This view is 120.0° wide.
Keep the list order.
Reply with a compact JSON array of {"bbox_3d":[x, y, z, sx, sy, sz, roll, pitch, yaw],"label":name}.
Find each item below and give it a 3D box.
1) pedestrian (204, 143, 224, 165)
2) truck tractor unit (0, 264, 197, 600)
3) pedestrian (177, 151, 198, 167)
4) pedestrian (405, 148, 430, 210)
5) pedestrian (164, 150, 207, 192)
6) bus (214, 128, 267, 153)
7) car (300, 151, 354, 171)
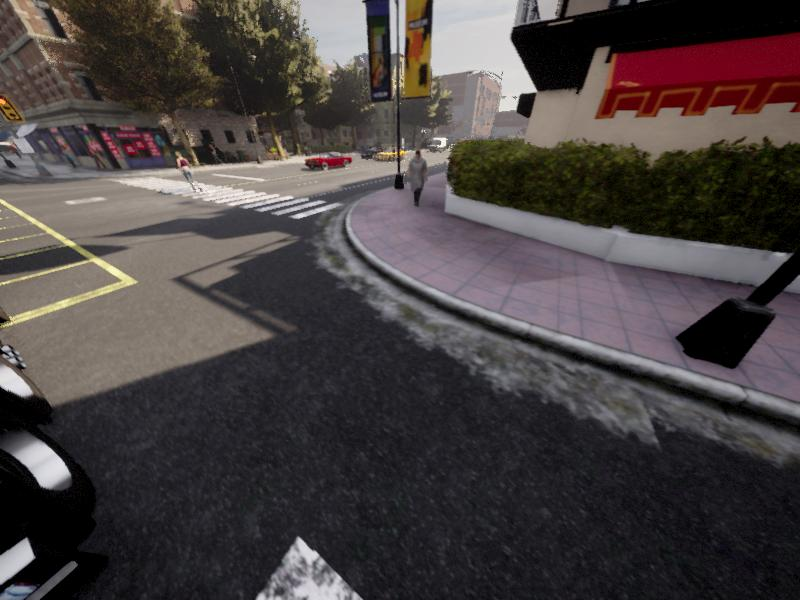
[{"bbox_3d":[-19.246,-15.141,23.959,0.751,1.860,0.751,15,38,21],"label":"pedestrian"},{"bbox_3d":[-5.109,-0.304,0.777,6.516,4.208,3.053,18,39,24],"label":"truck tractor unit"},{"bbox_3d":[-20.364,-13.554,22.178,0.751,1.300,0.751,13,37,18],"label":"pedestrian"},{"bbox_3d":[0.618,-4.302,8.233,0.751,1.860,0.751,5,35,7],"label":"pedestrian"},{"bbox_3d":[-11.156,-6.736,12.090,0.751,1.860,0.751,18,39,24],"label":"pedestrian"},{"bbox_3d":[-35.385,-35.325,51.291,10.273,4.253,3.944,18,39,24],"label":"bus"},{"bbox_3d":[-6.731,-13.216,21.895,1.895,1.301,4.718,18,39,24],"label":"car"}]
